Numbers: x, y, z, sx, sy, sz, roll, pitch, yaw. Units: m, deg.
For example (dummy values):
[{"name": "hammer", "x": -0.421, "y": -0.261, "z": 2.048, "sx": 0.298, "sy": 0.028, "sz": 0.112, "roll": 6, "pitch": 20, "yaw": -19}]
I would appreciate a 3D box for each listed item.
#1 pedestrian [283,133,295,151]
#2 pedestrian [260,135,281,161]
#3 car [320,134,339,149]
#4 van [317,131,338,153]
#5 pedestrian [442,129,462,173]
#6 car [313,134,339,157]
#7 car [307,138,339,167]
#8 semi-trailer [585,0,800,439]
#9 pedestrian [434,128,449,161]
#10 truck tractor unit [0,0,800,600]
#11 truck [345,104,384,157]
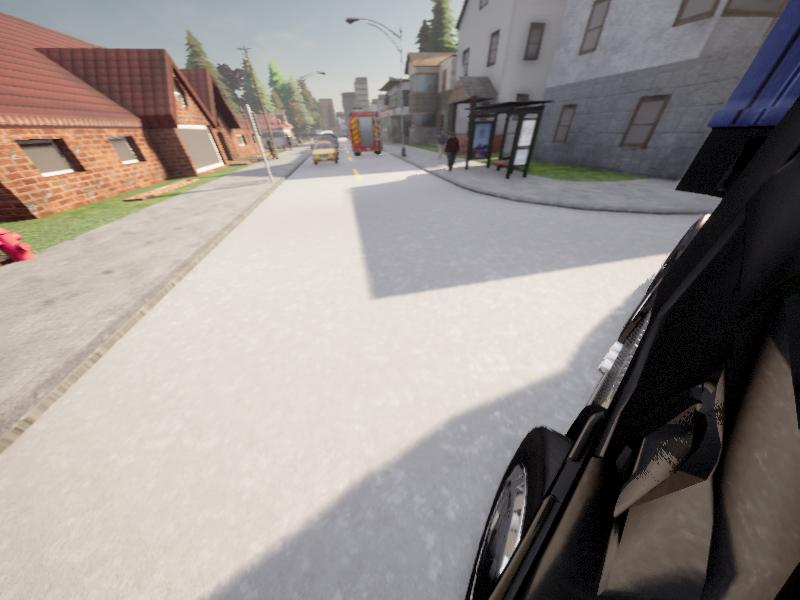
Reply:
[{"name": "pedestrian", "x": -14.674, "y": -20.931, "z": 30.615, "sx": 0.751, "sy": 1.860, "sz": 0.751, "roll": -9, "pitch": 37, "yaw": -9}, {"name": "pedestrian", "x": -11.390, "y": -13.416, "z": 20.409, "sx": 0.751, "sy": 1.860, "sz": 0.751, "roll": 2, "pitch": 37, "yaw": 6}, {"name": "car", "x": -10.580, "y": -24.089, "z": 34.957, "sx": 2.242, "sy": 1.667, "sz": 4.611, "roll": -9, "pitch": 37, "yaw": -8}, {"name": "van", "x": -9.116, "y": -20.231, "z": 29.423, "sx": 2.069, "sy": 2.038, "sz": 4.480, "roll": -9, "pitch": 37, "yaw": -9}, {"name": "pedestrian", "x": 2.644, "y": -7.654, "z": 11.899, "sx": 0.751, "sy": 1.860, "sz": 0.751, "roll": 0, "pitch": 37, "yaw": 4}, {"name": "car", "x": -7.744, "y": -16.441, "z": 24.498, "sx": 2.097, "sy": 1.767, "sz": 4.553, "roll": -9, "pitch": 37, "yaw": -8}, {"name": "car", "x": -6.187, "y": -12.315, "z": 19.086, "sx": 1.801, "sy": 1.575, "sz": 5.366, "roll": -8, "pitch": 37, "yaw": -8}, {"name": "semi-trailer", "x": 9.734, "y": -2.555, "z": 2.784, "sx": 14.254, "sy": 4.402, "sz": 2.717, "roll": -14, "pitch": 38, "yaw": -15}, {"name": "pedestrian", "x": 2.887, "y": -10.874, "z": 16.176, "sx": 0.751, "sy": 1.860, "sz": 0.751, "roll": -5, "pitch": 37, "yaw": -3}, {"name": "truck tractor unit", "x": 2.645, "y": -0.295, "z": 0.351, "sx": 6.516, "sy": 4.208, "sz": 3.053, "roll": -28, "pitch": 44, "yaw": -30}, {"name": "truck", "x": -3.936, "y": -17.910, "z": 24.540, "sx": 2.891, "sy": 3.827, "sz": 8.468, "roll": -9, "pitch": 37, "yaw": -8}]
